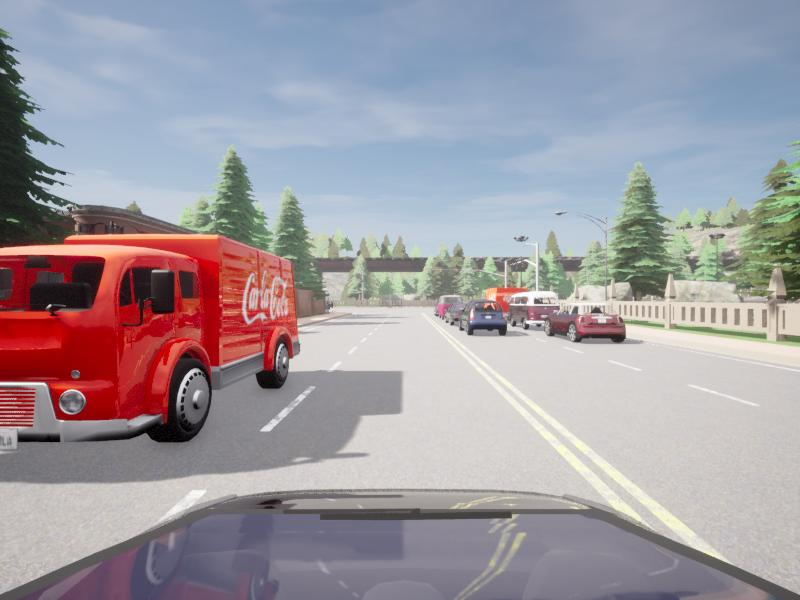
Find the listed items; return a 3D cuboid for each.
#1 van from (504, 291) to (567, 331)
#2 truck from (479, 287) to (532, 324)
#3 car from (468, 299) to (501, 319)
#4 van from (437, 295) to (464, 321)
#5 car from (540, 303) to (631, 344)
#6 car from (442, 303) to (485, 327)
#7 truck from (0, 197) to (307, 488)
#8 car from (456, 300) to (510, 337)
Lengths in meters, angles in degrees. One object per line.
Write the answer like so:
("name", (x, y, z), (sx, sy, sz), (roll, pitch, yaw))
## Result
("van", (7.443, 0.571, 22.492), (2.069, 2.038, 4.480), (0, 0, 1))
("truck", (7.576, 0.357, 29.430), (2.627, 2.467, 5.204), (0, 0, 1))
("car", (7.714, 0.778, 36.930), (2.033, 1.649, 4.856), (0, 0, 1))
("van", (4.143, 0.599, 33.180), (1.775, 1.987, 4.442), (0, 0, 1))
("car", (7.326, 0.853, 16.244), (1.970, 1.475, 3.806), (0, 0, 1))
("car", (4.012, 0.895, 26.078), (2.033, 1.411, 5.357), (0, 0, 1))
("truck", (-3.370, 0.353, 6.016), (2.627, 2.467, 5.204), (0, 0, 1))
("car", (3.884, 0.788, 19.320), (1.851, 1.617, 3.988), (0, 0, 1))
